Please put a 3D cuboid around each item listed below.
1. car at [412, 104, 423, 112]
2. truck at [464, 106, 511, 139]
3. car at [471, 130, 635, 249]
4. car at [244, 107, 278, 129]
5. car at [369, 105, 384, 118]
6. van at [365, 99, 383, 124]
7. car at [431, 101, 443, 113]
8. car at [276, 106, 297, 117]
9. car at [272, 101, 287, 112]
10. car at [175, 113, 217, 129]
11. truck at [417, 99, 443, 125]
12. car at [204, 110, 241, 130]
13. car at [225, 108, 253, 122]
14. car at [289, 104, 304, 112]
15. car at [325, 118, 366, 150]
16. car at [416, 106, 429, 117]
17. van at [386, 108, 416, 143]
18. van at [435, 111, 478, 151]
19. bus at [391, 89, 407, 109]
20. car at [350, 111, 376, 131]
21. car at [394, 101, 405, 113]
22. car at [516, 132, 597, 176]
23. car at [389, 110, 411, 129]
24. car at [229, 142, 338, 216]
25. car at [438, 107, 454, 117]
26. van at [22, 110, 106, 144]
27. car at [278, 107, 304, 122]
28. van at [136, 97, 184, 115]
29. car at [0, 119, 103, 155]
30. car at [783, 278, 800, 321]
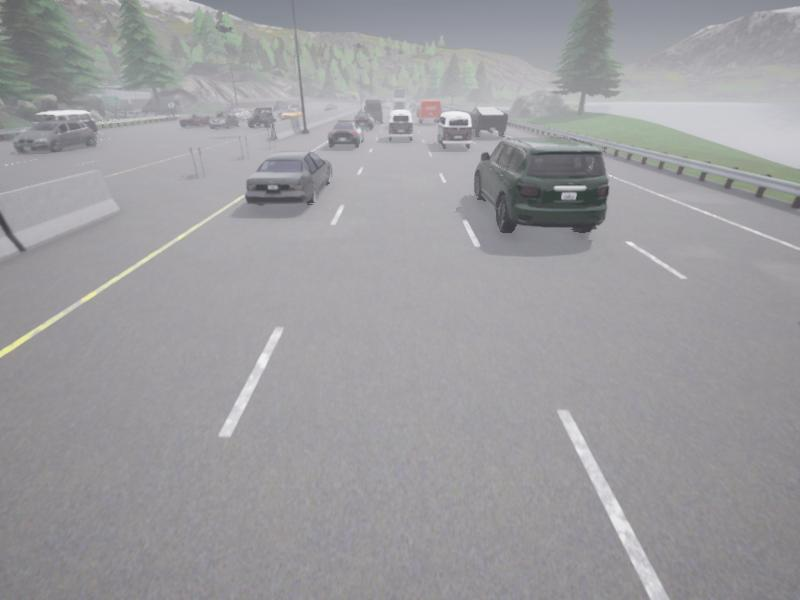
[{"bbox_3d":[3.412,-37.017,77.218,1.895,1.301,4.718,0,27,0],"label":"car"},{"bbox_3d":[6.963,-14.567,32.646,2.390,2.098,6.274,0,27,0],"label":"truck"},{"bbox_3d":[3.489,-3.256,10.696,2.150,2.045,5.566,0,26,0],"label":"car"},{"bbox_3d":[-14.048,-18.544,40.712,1.905,1.878,3.866,0,27,0],"label":"car"},{"bbox_3d":[-3.569,-28.691,60.809,2.007,1.525,4.514,0,27,0],"label":"car"},{"bbox_3d":[-3.186,-22.875,48.385,1.988,2.561,5.915,-2,27,-4],"label":"van"},{"bbox_3d":[6.914,-36.398,75.373,1.932,1.855,4.605,0,27,0],"label":"car"},{"bbox_3d":[-17.570,-29.251,62.114,1.970,1.475,3.806,0,27,0],"label":"car"},{"bbox_3d":[-24.595,-39.654,81.869,1.905,1.878,3.866,0,27,0],"label":"car"},{"bbox_3d":[-21.046,-18.625,41.558,1.895,1.301,4.718,0,27,0],"label":"car"},{"bbox_3d":[3.463,-22.126,46.990,2.627,2.467,5.204,0,28,0],"label":"truck"},{"bbox_3d":[-17.547,-17.896,39.782,1.851,1.617,3.988,0,27,0],"label":"car"},{"bbox_3d":[-21.060,-24.342,52.522,1.812,1.442,4.674,0,27,0],"label":"car"},{"bbox_3d":[-21.093,-39.261,81.704,1.895,1.301,4.718,0,27,0],"label":"car"},{"bbox_3d":[-3.528,-11.148,26.663,2.038,1.542,4.974,0,27,0],"label":"car"},{"bbox_3d":[3.428,-28.805,61.053,1.816,1.474,4.193,0,27,0],"label":"car"},{"bbox_3d":[0.049,-13.171,30.037,2.069,2.038,4.480,0,28,-1],"label":"van"},{"bbox_3d":[3.471,-10.953,25.694,2.069,2.038,4.480,0,27,0],"label":"van"},{"bbox_3d":[-0.239,-50.452,100.148,3.944,4.253,10.273,0,27,0],"label":"bus"},{"bbox_3d":[-3.542,-17.669,39.349,2.038,1.542,4.974,0,27,0],"label":"car"},{"bbox_3d":[-0.085,-36.404,75.426,1.905,1.878,3.866,0,27,0],"label":"car"},{"bbox_3d":[6.980,-6.830,18.468,1.895,1.301,4.718,0,27,0],"label":"car"},{"bbox_3d":[-0.030,-18.715,41.396,2.128,1.511,4.902,0,27,0],"label":"car"},{"bbox_3d":[-3.511,-4.203,13.299,2.033,1.411,5.357,0,27,0],"label":"car"},{"bbox_3d":[6.931,-28.651,60.932,1.895,1.301,4.718,0,27,0],"label":"car"},{"bbox_3d":[-24.530,-12.823,29.479,2.069,2.038,4.480,0,27,0],"label":"van"},{"bbox_3d":[-14.059,-24.093,51.853,1.801,1.575,5.366,0,27,0],"label":"car"},{"bbox_3d":[-38.399,-31.162,64.204,5.915,2.561,1.988,0,27,0],"label":"van"},{"bbox_3d":[-21.008,-10.007,24.377,2.242,1.667,4.611,0,27,0],"label":"car"},{"bbox_3d":[6.996,0.529,3.896,2.007,1.525,4.514,0,27,0],"label":"car"}]
